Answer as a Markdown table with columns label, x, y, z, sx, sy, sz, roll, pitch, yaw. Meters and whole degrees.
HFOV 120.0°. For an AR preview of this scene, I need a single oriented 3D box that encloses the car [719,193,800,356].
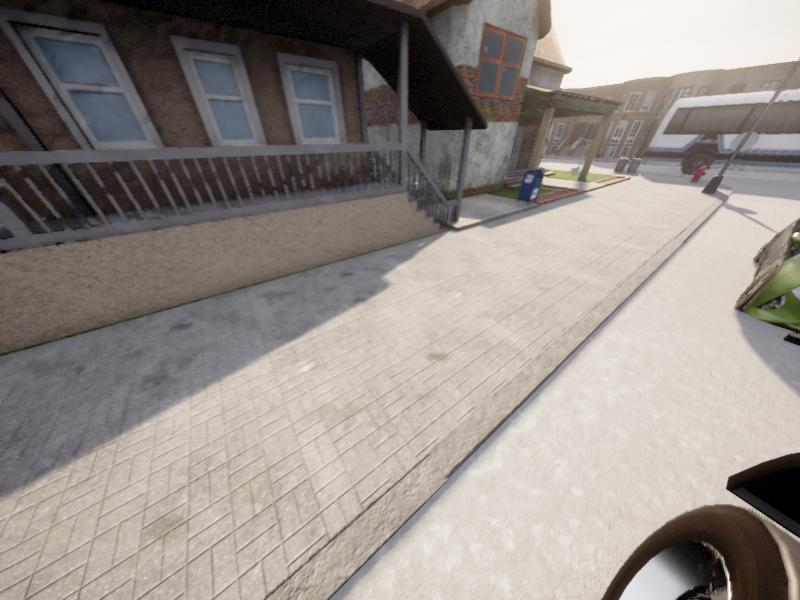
| label | x | y | z | sx | sy | sz | roll | pitch | yaw |
| --- | --- | --- | --- | --- | --- | --- | --- | --- | --- |
| car | 6.982 | -0.546 | 3.289 | 4.514 | 1.525 | 2.007 | -23 | 41 | -29 |

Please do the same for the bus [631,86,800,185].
| label | x | y | z | sx | sy | sz | roll | pitch | yaw |
| --- | --- | --- | --- | --- | --- | --- | --- | --- | --- |
| bus | 21.875 | -9.573 | 13.572 | 3.944 | 4.253 | 10.273 | -23 | 41 | -29 |

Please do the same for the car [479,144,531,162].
| label | x | y | z | sx | sy | sz | roll | pitch | yaw |
| --- | --- | --- | --- | --- | --- | --- | --- | --- | --- |
| car | 11.567 | -16.490 | 25.826 | 1.837 | 1.490 | 4.892 | -23 | 41 | -29 |
